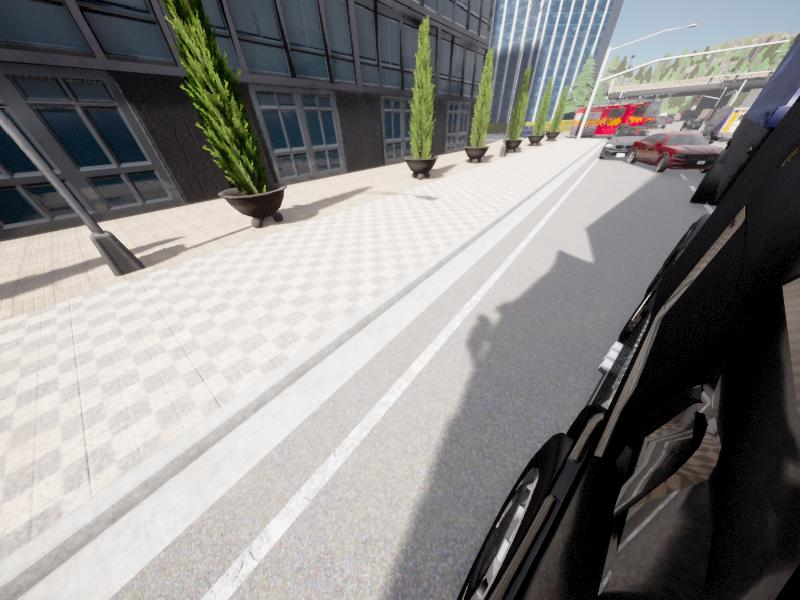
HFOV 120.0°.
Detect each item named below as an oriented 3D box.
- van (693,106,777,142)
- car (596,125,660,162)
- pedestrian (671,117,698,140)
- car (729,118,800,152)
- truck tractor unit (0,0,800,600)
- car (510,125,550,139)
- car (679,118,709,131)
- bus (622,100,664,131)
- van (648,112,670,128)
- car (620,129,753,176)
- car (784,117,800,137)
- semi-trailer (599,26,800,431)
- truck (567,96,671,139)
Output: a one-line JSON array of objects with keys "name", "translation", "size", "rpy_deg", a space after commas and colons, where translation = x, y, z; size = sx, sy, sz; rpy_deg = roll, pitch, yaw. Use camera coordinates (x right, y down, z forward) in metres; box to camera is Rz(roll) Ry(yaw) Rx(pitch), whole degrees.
[{"name": "van", "translation": [31.988, -17.105, 22.485], "size": [2.351, 2.431, 6.366], "rpy_deg": [19, 42, 27]}, {"name": "car", "translation": [14.805, -10.241, 15.019], "size": [2.242, 1.667, 4.611], "rpy_deg": [25, 45, 33]}, {"name": "pedestrian", "translation": [29.007, -17.480, 23.602], "size": [0.751, 1.860, 0.751], "rpy_deg": [12, 39, 19]}, {"name": "car", "translation": [25.958, -11.661, 16.242], "size": [1.930, 1.638, 5.238], "rpy_deg": [24, 45, 31]}, {"name": "truck tractor unit", "translation": [2.645, -0.295, 0.351], "size": [6.516, 4.208, 3.053], "rpy_deg": [-28, 44, -30]}, {"name": "car", "translation": [20.546, -26.706, 36.677], "size": [4.856, 1.649, 2.033], "rpy_deg": [24, 44, 31]}, {"name": "car", "translation": [47.428, -28.399, 37.382], "size": [2.128, 1.511, 4.902], "rpy_deg": [24, 44, 31]}, {"name": "bus", "translation": [47.638, -36.316, 45.654], "size": [3.944, 4.253, 10.273], "rpy_deg": [24, 44, 31]}, {"name": "van", "translation": [55.769, -38.723, 49.798], "size": [1.988, 2.561, 5.915], "rpy_deg": [24, 44, 31]}, {"name": "car", "translation": [13.491, -7.458, 11.478], "size": [1.882, 1.535, 5.008], "rpy_deg": [10, 38, 16]}, {"name": "car", "translation": [41.115, -16.657, 22.033], "size": [5.366, 1.575, 1.801], "rpy_deg": [-5, 38, -3]}, {"name": "semi-trailer", "translation": [8.619, -3.658, 4.305], "size": [14.254, 4.402, 2.717], "rpy_deg": [-29, 44, -31]}, {"name": "truck", "translation": [26.964, -22.881, 29.342], "size": [2.891, 3.827, 8.468], "rpy_deg": [-17, 39, -19]}]
